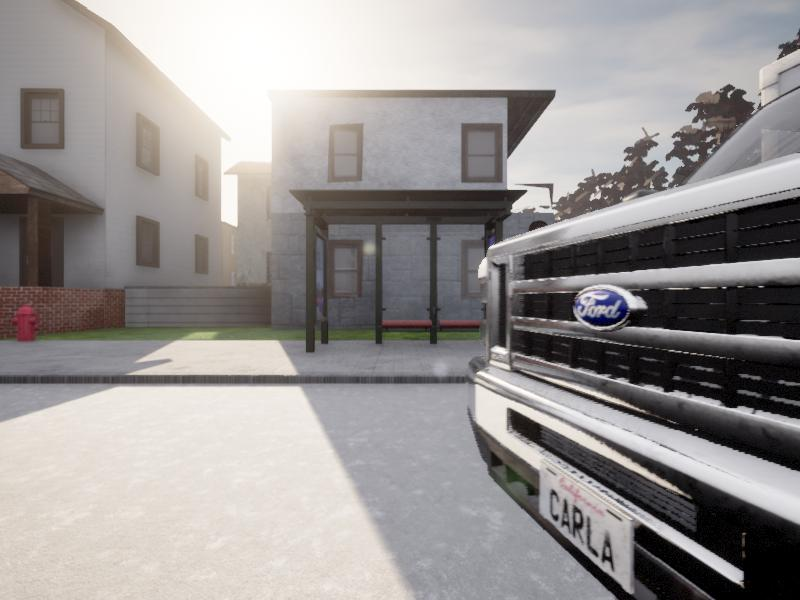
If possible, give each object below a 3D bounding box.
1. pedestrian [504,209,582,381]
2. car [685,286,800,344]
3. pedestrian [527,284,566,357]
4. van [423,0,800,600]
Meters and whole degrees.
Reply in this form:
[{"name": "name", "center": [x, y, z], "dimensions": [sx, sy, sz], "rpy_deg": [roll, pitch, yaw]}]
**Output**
[{"name": "pedestrian", "center": [1.661, -0.053, 4.767], "dimensions": [0.751, 1.860, 0.751], "rpy_deg": [0, 0, 9]}, {"name": "car", "center": [10.039, 0.344, 10.449], "dimensions": [1.895, 1.301, 4.718], "rpy_deg": [0, 0, 1]}, {"name": "pedestrian", "center": [2.341, 0.305, 6.390], "dimensions": [0.500, 1.100, 0.500], "rpy_deg": [0, 0, 30]}, {"name": "van", "center": [3.488, -0.222, 1.636], "dimensions": [6.366, 2.431, 2.351], "rpy_deg": [0, 0, -14]}]
